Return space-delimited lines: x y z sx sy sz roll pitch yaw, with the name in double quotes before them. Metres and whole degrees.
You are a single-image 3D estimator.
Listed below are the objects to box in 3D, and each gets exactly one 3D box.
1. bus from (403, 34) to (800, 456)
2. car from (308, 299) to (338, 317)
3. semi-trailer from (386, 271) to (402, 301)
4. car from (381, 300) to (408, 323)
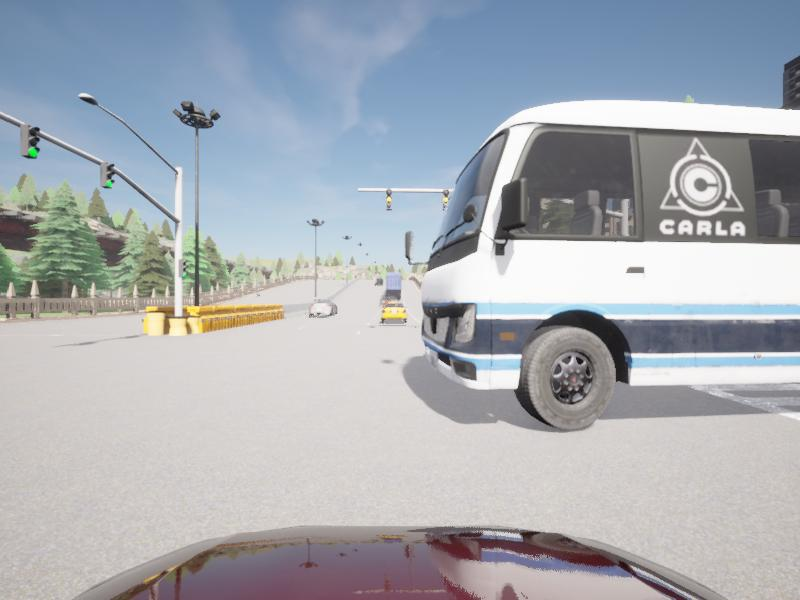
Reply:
"bus" 5.372 -0.532 6.489 10.273 4.253 3.944 0 0 -5
"car" -7.549 0.778 39.788 2.152 1.651 5.027 0 0 -1
"semi-trailer" -1.159 -2.769 73.118 2.717 4.402 14.254 0 7 -1
"car" -0.412 0.800 29.750 1.801 1.575 5.366 0 0 0
